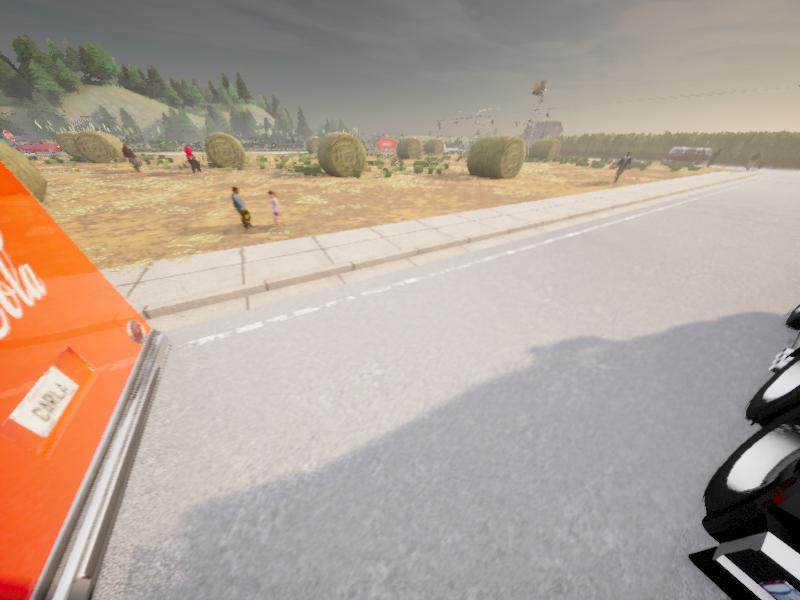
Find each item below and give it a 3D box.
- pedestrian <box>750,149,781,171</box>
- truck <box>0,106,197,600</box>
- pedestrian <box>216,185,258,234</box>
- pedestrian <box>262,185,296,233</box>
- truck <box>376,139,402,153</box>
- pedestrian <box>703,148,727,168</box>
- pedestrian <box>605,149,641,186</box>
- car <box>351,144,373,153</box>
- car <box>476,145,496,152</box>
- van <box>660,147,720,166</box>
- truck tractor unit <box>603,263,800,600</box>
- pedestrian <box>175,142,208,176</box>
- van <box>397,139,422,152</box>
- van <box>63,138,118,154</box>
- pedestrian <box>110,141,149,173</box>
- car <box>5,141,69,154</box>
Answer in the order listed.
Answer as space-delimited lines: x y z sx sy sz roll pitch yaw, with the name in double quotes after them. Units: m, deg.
36.755 -14.047 23.227 0.751 1.860 0.751 -16 38 -23 "pedestrian"
-4.114 1.150 0.170 5.204 2.467 2.627 -18 39 -25 "truck"
-4.402 -2.468 6.288 0.500 1.100 0.500 30 44 35 "pedestrian"
-3.314 -2.493 6.347 0.500 1.100 0.500 -18 39 -25 "pedestrian"
-2.485 -34.670 51.950 5.204 2.467 2.627 -15 38 -22 "truck"
34.655 -15.609 25.438 0.751 1.860 0.751 -29 44 -35 "pedestrian"
13.571 -8.079 14.110 0.751 1.860 0.751 -21 40 -28 "pedestrian"
-8.266 -32.686 49.839 4.193 1.474 1.816 -15 38 -22 "car"
23.453 -41.375 63.083 2.038 1.542 4.974 -15 38 -22 "car"
40.055 -19.990 32.083 2.069 2.038 4.480 -17 39 -24 "van"
5.121 -0.283 0.820 6.516 4.208 3.053 -17 38 -25 "truck tractor unit"
-14.010 -9.504 15.580 0.751 1.860 0.751 5 35 6 "pedestrian"
2.341 -38.260 57.183 5.915 2.561 1.988 -16 38 -22 "van"
-48.340 -24.196 36.271 4.442 1.987 1.775 -15 38 -22 "van"
-18.821 -9.956 16.129 0.751 1.860 0.751 5 35 5 "pedestrian"
-53.538 -22.591 34.246 4.514 1.525 2.007 -15 38 -22 "car"
